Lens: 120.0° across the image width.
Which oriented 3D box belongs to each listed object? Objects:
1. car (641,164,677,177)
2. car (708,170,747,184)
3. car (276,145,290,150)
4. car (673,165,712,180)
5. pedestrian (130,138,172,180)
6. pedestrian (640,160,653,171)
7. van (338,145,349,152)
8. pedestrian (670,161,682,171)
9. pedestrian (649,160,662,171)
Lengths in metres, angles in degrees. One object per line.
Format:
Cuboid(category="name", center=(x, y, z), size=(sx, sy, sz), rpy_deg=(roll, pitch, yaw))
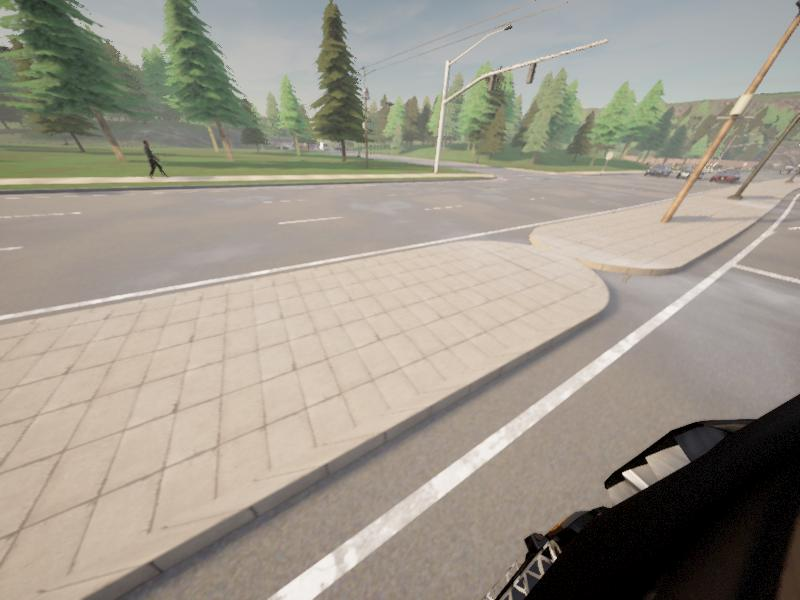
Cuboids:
Cuboid(category="car", center=(39.366, -19.654, 35.082), size=(4.974, 1.542, 2.038), rpy_deg=(-16, 38, -26))
Cuboid(category="car", center=(42.334, -15.967, 29.872), size=(4.181, 1.385, 1.994), rpy_deg=(-16, 38, -26))
Cuboid(category="car", center=(-36.863, -48.309, 73.119), size=(1.895, 1.301, 4.718), rpy_deg=(3, 33, 1))
Cuboid(category="car", center=(41.580, -18.116, 32.830), size=(4.856, 1.649, 2.033), rpy_deg=(-17, 38, -26))
Cuboid(category="pedestrian", center=(-13.361, -7.591, 12.469), size=(0.751, 1.860, 0.751), rpy_deg=(-15, 37, -24))
Cuboid(category="pedestrian", center=(46.266, -25.262, 43.407), size=(0.751, 1.860, 0.751), rpy_deg=(-16, 38, -25))
Cuboid(category="van", center=(-19.145, -51.464, 78.492), size=(2.069, 2.038, 4.480), rpy_deg=(-16, 38, -25))
Cuboid(category="pedestrian", center=(59.897, -29.087, 50.161), size=(0.751, 1.860, 0.751), rpy_deg=(-16, 38, -26))
Cuboid(category="pedestrian", center=(49.733, -26.159, 45.011), size=(0.751, 1.860, 0.751), rpy_deg=(-14, 37, -24))
